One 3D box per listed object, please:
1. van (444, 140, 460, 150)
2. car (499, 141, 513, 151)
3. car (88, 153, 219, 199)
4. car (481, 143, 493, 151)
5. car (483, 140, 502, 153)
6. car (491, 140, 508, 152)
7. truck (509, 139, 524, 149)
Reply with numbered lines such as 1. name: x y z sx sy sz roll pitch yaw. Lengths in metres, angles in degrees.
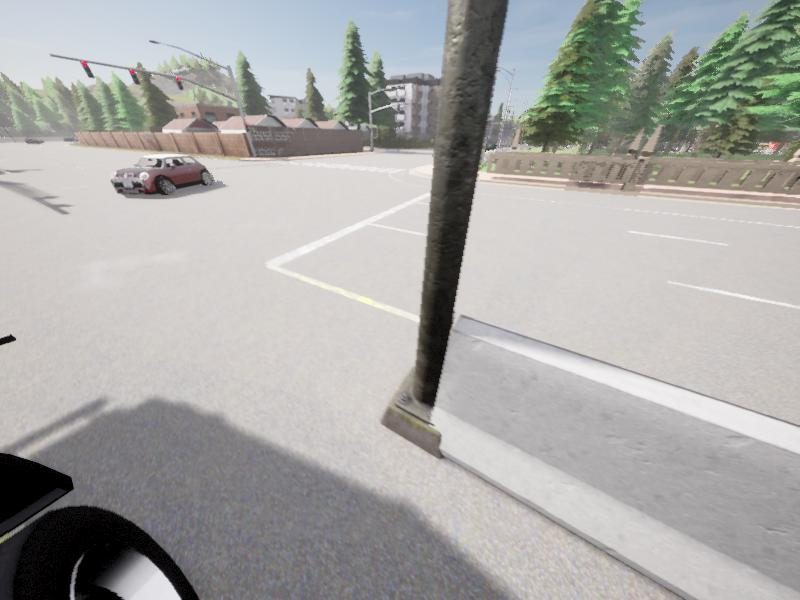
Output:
1. van: 12.385 -37.184 55.406 2.069 2.038 4.480 20 39 25
2. car: 26.815 -39.039 58.463 1.932 1.855 4.605 20 39 25
3. car: -11.295 -6.065 11.091 1.970 1.475 3.806 3 35 3
4. car: 21.281 -37.587 56.569 1.789 1.549 3.705 20 39 25
5. car: 19.285 -32.022 48.172 2.150 2.045 5.566 19 39 24
6. car: 23.062 -35.579 53.314 2.150 2.045 5.566 20 39 25
7. truck: 34.782 -46.769 69.114 2.627 2.467 5.204 20 39 25
